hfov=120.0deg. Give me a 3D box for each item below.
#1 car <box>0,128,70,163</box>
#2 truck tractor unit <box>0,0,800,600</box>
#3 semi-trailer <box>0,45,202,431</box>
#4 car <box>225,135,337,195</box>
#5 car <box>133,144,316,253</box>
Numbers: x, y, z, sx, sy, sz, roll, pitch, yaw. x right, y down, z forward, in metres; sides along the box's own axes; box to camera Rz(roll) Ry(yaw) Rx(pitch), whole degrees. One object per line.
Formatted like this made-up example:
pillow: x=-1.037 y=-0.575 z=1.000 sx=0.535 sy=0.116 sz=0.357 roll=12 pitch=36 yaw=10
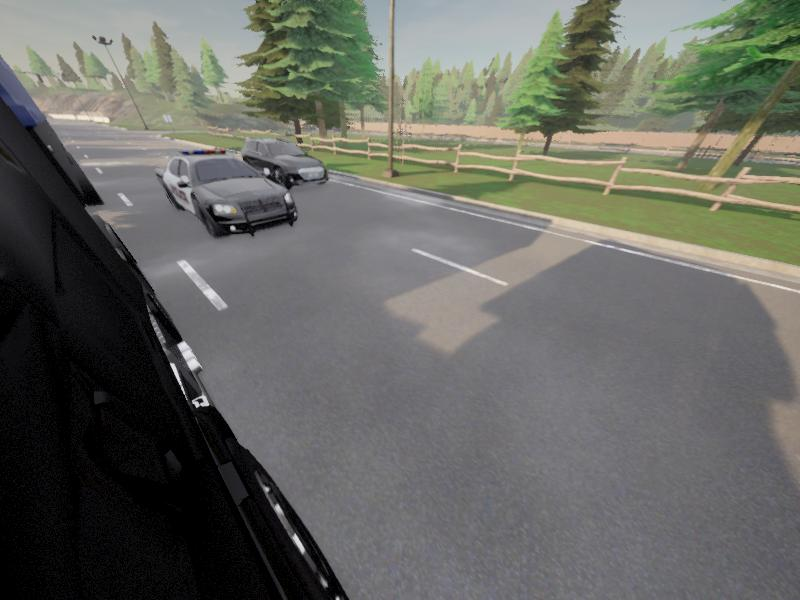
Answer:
car: x=-21.189 y=-8.965 z=13.282 sx=4.181 sy=1.385 sz=1.994 roll=28 pitch=44 yaw=30
truck tractor unit: x=-2.645 y=-0.295 z=0.351 sx=6.516 sy=4.208 sz=3.053 roll=28 pitch=44 yaw=30
semi-trailer: x=-8.708 y=-3.583 z=4.242 sx=14.254 sy=4.402 sz=2.717 roll=28 pitch=44 yaw=30
car: x=-5.235 y=-6.089 z=10.099 sx=4.856 sy=1.649 sz=2.033 roll=28 pitch=44 yaw=30
car: x=-4.716 y=-3.029 z=6.131 sx=4.974 sy=1.542 sz=2.038 roll=28 pitch=44 yaw=30
